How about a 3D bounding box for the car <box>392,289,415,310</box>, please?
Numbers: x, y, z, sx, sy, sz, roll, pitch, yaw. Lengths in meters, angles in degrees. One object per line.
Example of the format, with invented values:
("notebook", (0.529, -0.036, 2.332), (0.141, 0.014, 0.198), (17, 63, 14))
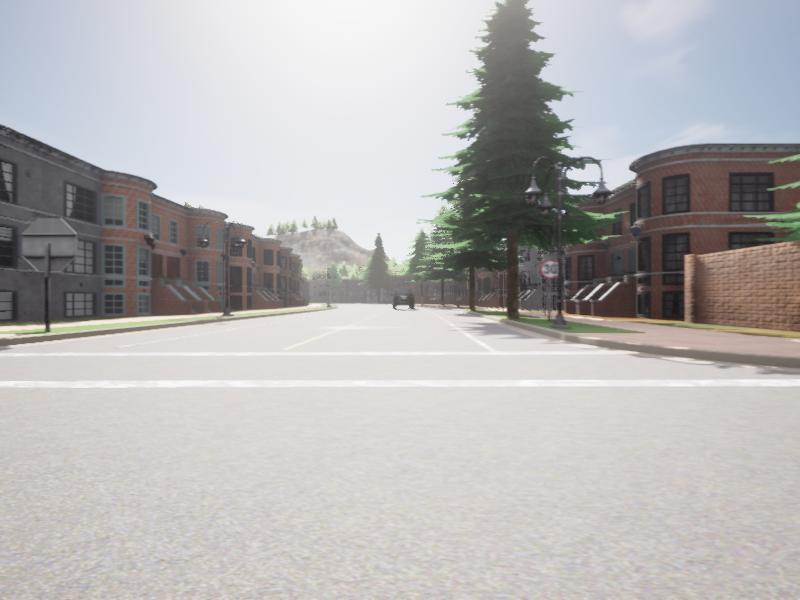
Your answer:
("car", (0.258, -0.071, 41.773), (2.150, 2.045, 5.566), (0, 0, -3))
